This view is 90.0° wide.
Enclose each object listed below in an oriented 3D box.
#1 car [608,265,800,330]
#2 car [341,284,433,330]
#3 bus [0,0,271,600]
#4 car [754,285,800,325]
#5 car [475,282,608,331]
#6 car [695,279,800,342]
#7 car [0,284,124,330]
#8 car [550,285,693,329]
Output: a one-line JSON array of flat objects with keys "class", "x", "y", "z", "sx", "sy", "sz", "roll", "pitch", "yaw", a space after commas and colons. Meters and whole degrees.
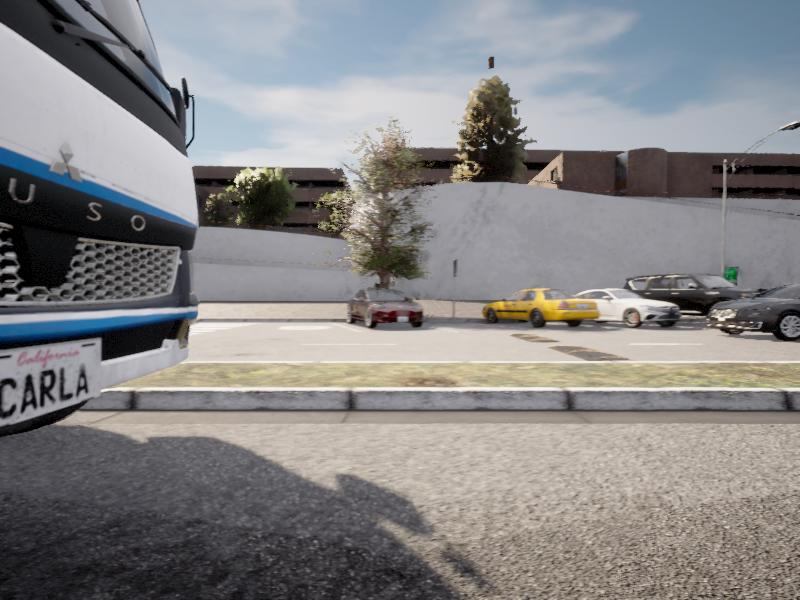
[{"class": "car", "x": 11.299, "y": -0.028, "z": 15.512, "sx": 2.435, "sy": 2.045, "sz": 5.566, "roll": 0, "pitch": -1, "yaw": -20}, {"class": "car", "x": -0.717, "y": 0.263, "z": 15.517, "sx": 2.163, "sy": 1.488, "sz": 4.792, "roll": 1, "pitch": -1, "yaw": -20}, {"class": "bus", "x": -6.358, "y": -1.138, "z": 1.820, "sx": 10.273, "sy": 4.253, "sz": 3.944, "roll": 0, "pitch": 0, "yaw": 0}, {"class": "car", "x": 17.354, "y": 0.184, "z": 15.359, "sx": 1.946, "sy": 1.575, "sz": 5.366, "roll": 0, "pitch": -1, "yaw": -20}, {"class": "car", "x": 5.207, "y": 0.233, "z": 15.711, "sx": 1.946, "sy": 1.575, "sz": 5.366, "roll": 0, "pitch": -1, "yaw": -20}, {"class": "car", "x": 10.856, "y": 0.234, "z": 10.466, "sx": 4.892, "sy": 1.490, "sz": 1.837, "roll": 0, "pitch": 0, "yaw": 0}, {"class": "car", "x": -12.723, "y": 0.259, "z": 15.525, "sx": 2.163, "sy": 1.488, "sz": 4.792, "roll": 1, "pitch": -1, "yaw": -20}, {"class": "car", "x": 8.280, "y": 0.269, "z": 15.541, "sx": 2.002, "sy": 1.452, "sz": 4.674, "roll": 0, "pitch": -1, "yaw": -20}]
